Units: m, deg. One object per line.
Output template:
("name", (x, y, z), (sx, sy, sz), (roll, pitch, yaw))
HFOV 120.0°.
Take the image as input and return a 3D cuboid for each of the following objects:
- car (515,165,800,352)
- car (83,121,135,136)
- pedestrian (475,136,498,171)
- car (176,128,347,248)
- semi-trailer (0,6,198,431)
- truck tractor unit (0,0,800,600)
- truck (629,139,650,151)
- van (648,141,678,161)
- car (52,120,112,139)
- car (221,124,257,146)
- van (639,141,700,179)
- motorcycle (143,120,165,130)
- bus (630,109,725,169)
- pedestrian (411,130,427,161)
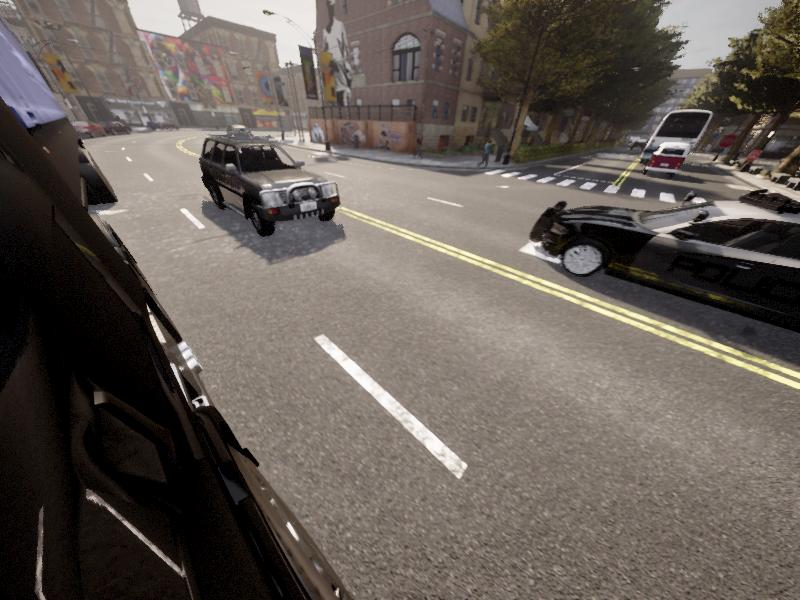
("car", (5.138, -0.875, 3.774), (5.238, 1.638, 1.930), (30, 45, 32))
("car", (-35.411, -21.050, 28.337), (1.895, 1.301, 4.718), (-9, 38, -15))
("pedestrian", (5.780, -9.790, 15.468), (0.751, 1.860, 0.751), (29, 44, 31))
("car", (-3.732, -3.297, 6.223), (4.605, 1.855, 1.932), (31, 45, 30))
("semi-trailer", (-8.525, -3.724, 4.382), (14.254, 4.402, 2.717), (30, 45, 31))
("truck tractor unit", (-2.645, -0.295, 0.351), (6.516, 4.208, 3.053), (28, 44, 30))
("truck", (53.146, -34.424, 51.172), (2.390, 2.098, 6.274), (30, 45, 31))
("van", (35.045, -19.980, 30.860), (1.775, 1.987, 4.442), (30, 45, 32))
("car", (-32.984, -17.919, 24.195), (2.002, 1.452, 4.674), (-16, 41, -23))
("car", (-17.313, -17.771, 24.824), (2.242, 1.667, 4.611), (-22, 44, -29))
("van", (20.236, -10.714, 17.521), (2.069, 2.038, 4.480), (30, 45, 32))
("motorcycle", (-41.478, -29.496, 38.995), (2.209, 1.251, 0.867), (-23, 44, -30))
("bus", (28.328, -16.756, 24.234), (3.944, 4.253, 10.273), (30, 44, 32))
("pedestrian", (1.452, -11.702, 17.487), (0.751, 1.860, 0.751), (25, 42, 26))
